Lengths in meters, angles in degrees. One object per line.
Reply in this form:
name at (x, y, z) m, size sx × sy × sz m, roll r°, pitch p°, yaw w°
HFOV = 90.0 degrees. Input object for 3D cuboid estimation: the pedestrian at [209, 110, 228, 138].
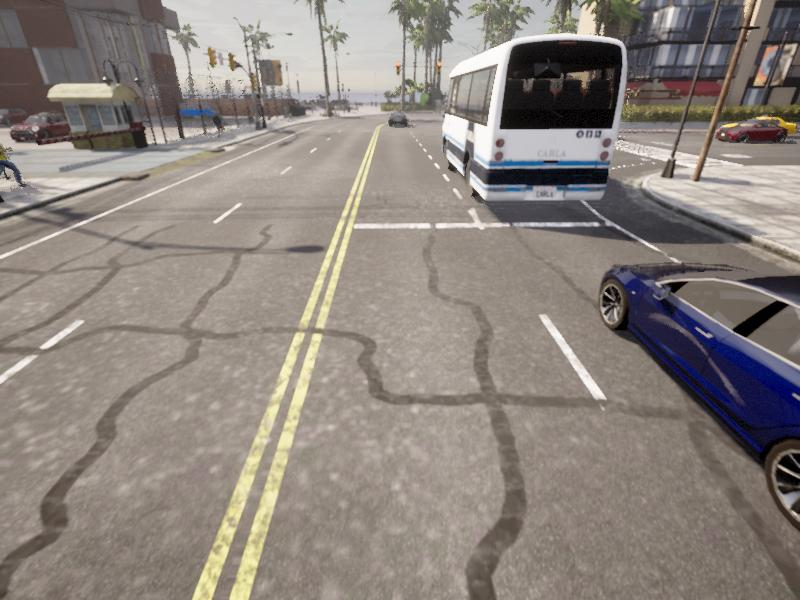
pedestrian at (-13.342, -12.963, 29.484) m, size 0.751 × 1.860 × 0.751 m, roll -2°, pitch 27°, yaw -3°

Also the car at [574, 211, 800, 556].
car at (3.991, 0.448, 4.126) m, size 2.163 × 1.488 × 4.792 m, roll -1°, pitch 27°, yaw -1°

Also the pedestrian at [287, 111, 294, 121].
pedestrian at (-13.195, -22.180, 48.273) m, size 0.500 × 1.100 × 0.500 m, roll 2°, pitch 27°, yaw 4°

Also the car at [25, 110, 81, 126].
car at (-37.599, -19.864, 43.583) m, size 2.002 × 1.452 × 4.674 m, roll -1°, pitch 27°, yaw -2°

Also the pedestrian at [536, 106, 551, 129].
pedestrian at (13.398, -17.022, 37.342) m, size 0.751 × 1.860 × 0.751 m, roll -10°, pitch 29°, yaw -18°

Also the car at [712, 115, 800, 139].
car at (27.974, -13.576, 31.294) m, size 5.366 × 1.575 × 1.801 m, roll -1°, pitch 27°, yaw -2°

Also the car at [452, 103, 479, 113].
car at (12.144, -35.752, 74.475) m, size 4.856 × 1.649 × 2.033 m, roll -19°, pitch 33°, yaw -32°

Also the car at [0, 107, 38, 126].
car at (-42.543, -19.955, 43.406) m, size 2.185 × 1.767 × 4.553 m, roll -1°, pitch 27°, yaw -2°

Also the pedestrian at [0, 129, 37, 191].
pedestrian at (-13.121, -4.641, 13.271) m, size 0.751 × 1.860 × 0.751 m, roll -1°, pitch 27°, yaw -1°

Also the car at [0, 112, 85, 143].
car at (-25.696, -12.526, 28.902) m, size 2.185 × 1.767 × 4.553 m, roll -1°, pitch 27°, yaw -2°

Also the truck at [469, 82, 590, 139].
truck at (10.163, -15.244, 32.122) m, size 8.468 × 3.827 × 2.891 m, roll 10°, pitch 29°, yaw 18°

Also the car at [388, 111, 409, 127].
car at (-0.108, -20.084, 44.257) m, size 1.994 × 1.385 × 4.181 m, roll 2°, pitch 27°, yaw 3°

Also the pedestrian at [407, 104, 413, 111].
pedestrian at (1.955, -36.994, 76.886) m, size 0.751 × 1.300 × 0.751 m, roll -19°, pitch 33°, yaw -33°

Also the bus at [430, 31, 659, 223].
bus at (3.573, -6.299, 14.239) m, size 3.944 × 4.253 × 10.273 m, roll -1°, pitch 27°, yaw -1°

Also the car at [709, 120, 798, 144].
car at (24.727, -11.831, 28.132) m, size 4.181 × 1.385 × 1.994 m, roll -1°, pitch 27°, yaw -2°
